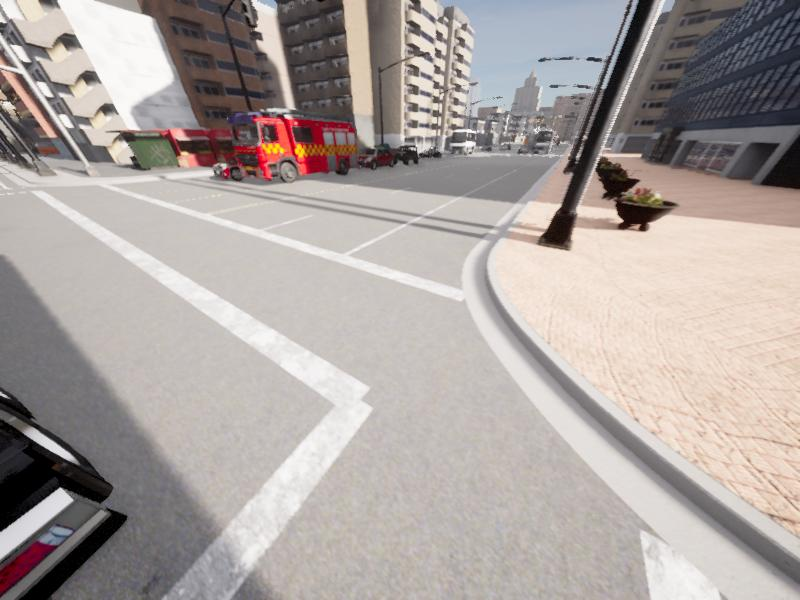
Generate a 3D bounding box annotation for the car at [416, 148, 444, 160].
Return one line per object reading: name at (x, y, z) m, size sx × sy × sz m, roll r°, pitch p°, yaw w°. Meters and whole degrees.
car at (4.632, -22.396, 35.408) m, size 1.994 × 1.385 × 4.181 m, roll 27°, pitch 43°, yaw 34°

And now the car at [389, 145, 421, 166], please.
car at (0.669, -16.831, 26.796) m, size 1.905 × 1.878 × 3.866 m, roll 19°, pitch 39°, yaw 26°

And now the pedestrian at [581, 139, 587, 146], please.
pedestrian at (57.664, -49.488, 72.427) m, size 0.751 × 1.860 × 0.751 m, roll 19°, pitch 40°, yaw 26°

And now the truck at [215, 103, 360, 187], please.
truck at (-6.838, -10.803, 16.290) m, size 2.891 × 3.827 × 8.468 m, roll 19°, pitch 39°, yaw 26°

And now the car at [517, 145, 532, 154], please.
car at (28.488, -34.411, 52.729) m, size 2.033 × 1.649 × 4.856 m, roll 19°, pitch 40°, yaw 26°

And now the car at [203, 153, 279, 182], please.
car at (-11.207, -9.598, 16.607) m, size 1.970 × 1.475 × 3.806 m, roll 20°, pitch 39°, yaw 26°

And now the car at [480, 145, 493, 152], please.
car at (23.287, -40.907, 62.226) m, size 1.994 × 1.385 × 4.181 m, roll 19°, pitch 40°, yaw 26°

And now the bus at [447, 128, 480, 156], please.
bus at (13.016, -32.050, 46.994) m, size 3.944 × 4.253 × 10.273 m, roll 14°, pitch 37°, yaw 20°

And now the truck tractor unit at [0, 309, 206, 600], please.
truck tractor unit at (-5.226, -0.164, 0.600) m, size 6.516 × 4.208 × 3.053 m, roll 13°, pitch 37°, yaw 18°

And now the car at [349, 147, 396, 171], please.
car at (-2.509, -13.877, 22.555) m, size 2.097 × 1.767 × 4.553 m, roll 19°, pitch 39°, yaw 26°

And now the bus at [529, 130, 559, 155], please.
bus at (33.044, -36.042, 52.724) m, size 3.944 × 4.253 × 10.273 m, roll 19°, pitch 40°, yaw 26°

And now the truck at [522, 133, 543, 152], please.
truck at (34.415, -40.839, 59.834) m, size 2.891 × 3.827 × 8.468 m, roll 19°, pitch 40°, yaw 26°
